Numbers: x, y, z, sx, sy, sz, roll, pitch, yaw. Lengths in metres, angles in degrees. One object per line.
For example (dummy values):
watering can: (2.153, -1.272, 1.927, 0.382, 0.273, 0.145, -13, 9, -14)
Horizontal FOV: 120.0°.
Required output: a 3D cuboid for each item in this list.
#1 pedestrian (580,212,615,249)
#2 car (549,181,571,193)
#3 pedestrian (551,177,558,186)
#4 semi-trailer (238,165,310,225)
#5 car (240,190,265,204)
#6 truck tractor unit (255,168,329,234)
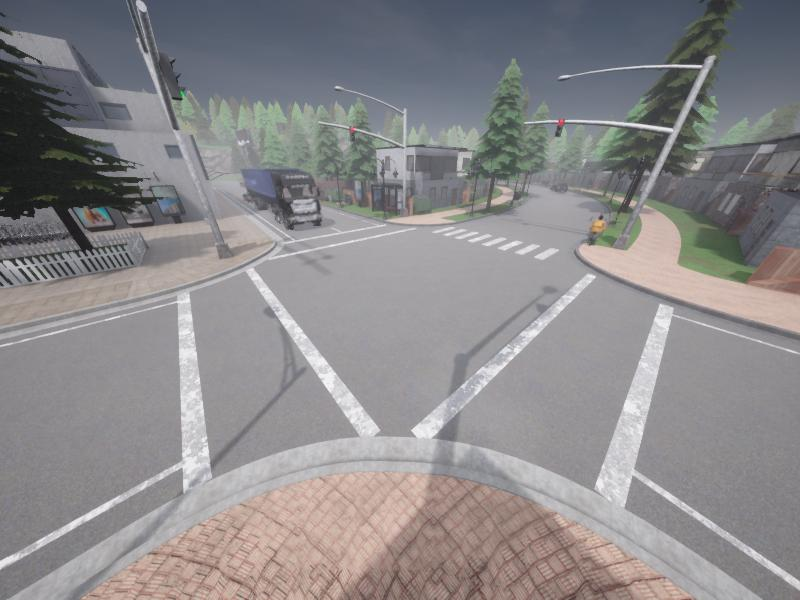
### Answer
pedestrian: (11.231, -3.983, 13.215, 0.751, 1.860, 0.751, -17, 34, -27)
car: (30.449, -21.689, 44.217, 1.932, 1.855, 4.605, 8, 31, 13)
pedestrian: (37.527, -28.697, 56.028, 0.751, 1.860, 0.751, 8, 31, 14)
semi-trailer: (-13.718, -11.597, 24.235, 2.717, 4.402, 14.254, -21, 36, -32)
car: (-20.578, -14.412, 32.159, 1.994, 1.385, 4.181, -22, 36, -33)
truck tractor unit: (-8.887, -8.377, 18.855, 3.053, 4.208, 6.516, -21, 36, -32)
